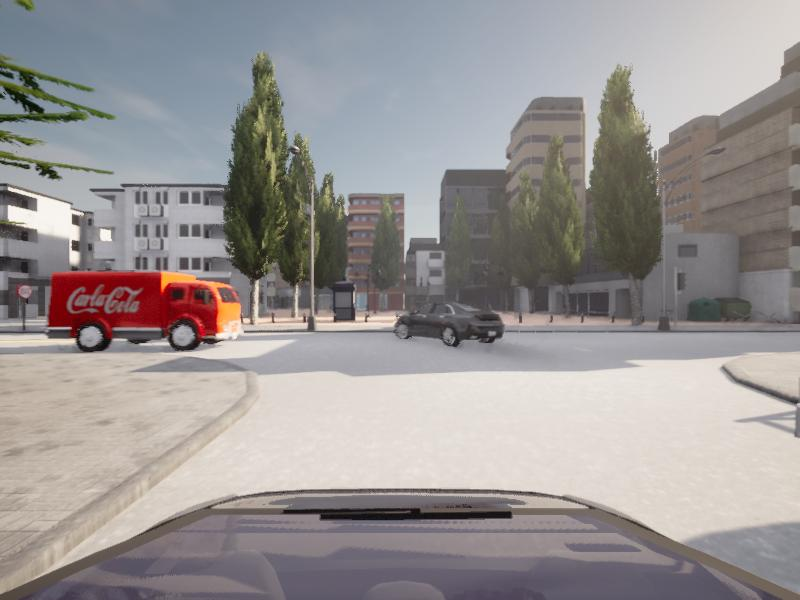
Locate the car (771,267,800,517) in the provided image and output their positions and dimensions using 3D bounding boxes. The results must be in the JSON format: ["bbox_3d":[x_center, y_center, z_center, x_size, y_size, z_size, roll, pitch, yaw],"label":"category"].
[{"bbox_3d":[3.950,0.648,0.893,1.932,1.855,4.605,0,-1,0],"label":"car"}]

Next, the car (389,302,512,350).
[{"bbox_3d":[1.650,0.842,14.954,1.837,1.490,4.892,2,-1,-33],"label":"car"}]

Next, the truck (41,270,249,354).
[{"bbox_3d":[-8.068,0.352,13.201,5.204,2.467,2.627,0,0,0],"label":"truck"}]
